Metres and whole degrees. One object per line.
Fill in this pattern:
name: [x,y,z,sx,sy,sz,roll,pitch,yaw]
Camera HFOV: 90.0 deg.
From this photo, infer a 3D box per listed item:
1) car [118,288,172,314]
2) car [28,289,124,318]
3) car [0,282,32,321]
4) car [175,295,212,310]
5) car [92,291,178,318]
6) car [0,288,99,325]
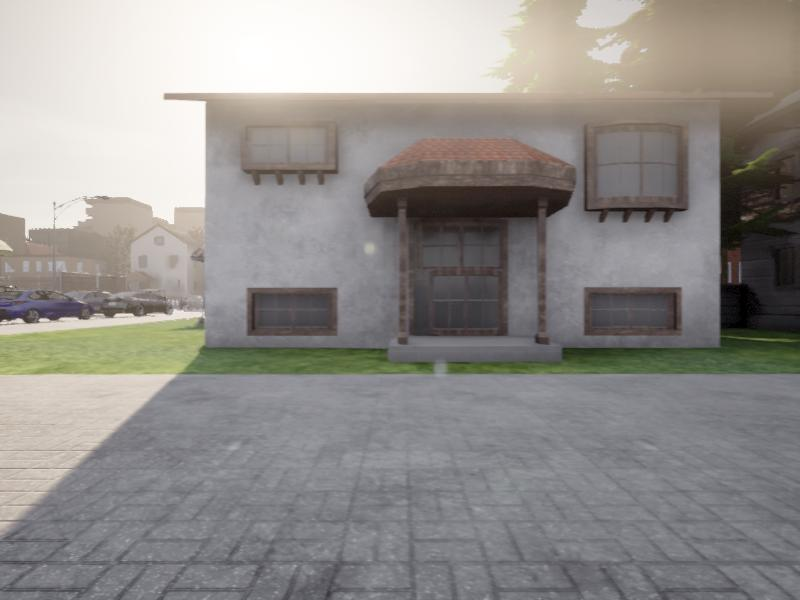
car: [-20.153,0.066,31.877,1.905,1.878,3.866,0,0,-2]
car: [-19.959,0.199,25.009,2.033,1.649,4.856,0,0,1]
car: [-19.897,0.073,18.231,1.932,1.855,4.605,0,0,2]
car: [-21.502,0.259,41.586,2.128,1.511,4.902,0,0,-44]
car: [-15.993,0.268,24.541,2.163,1.488,4.792,0,0,0]
car: [-16.033,0.271,18.002,1.816,1.474,4.193,0,0,0]
